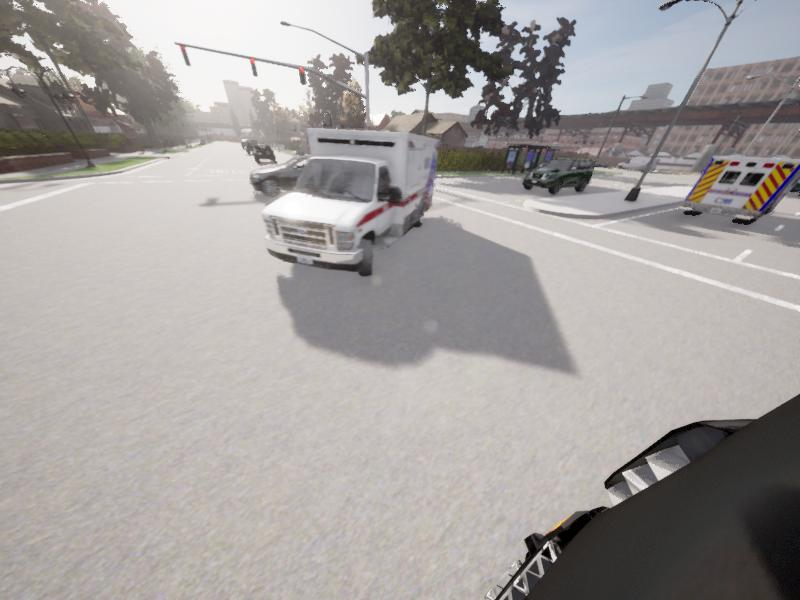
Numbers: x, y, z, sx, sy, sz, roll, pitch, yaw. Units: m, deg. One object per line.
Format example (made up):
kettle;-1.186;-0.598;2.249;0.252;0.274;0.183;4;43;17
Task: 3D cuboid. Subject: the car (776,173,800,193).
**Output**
car;44.002;-12.765;25.193;5.027;1.651;2.152;-16;38;-26

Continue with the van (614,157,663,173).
van;50.306;-28.684;48.940;2.351;2.431;6.366;-16;38;-26

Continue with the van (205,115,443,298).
van;-0.667;-2.932;6.131;2.351;2.431;6.366;12;35;13

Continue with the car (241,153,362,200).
car;-4.705;-6.255;11.547;5.027;1.651;2.152;-16;38;-26

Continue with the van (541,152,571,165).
van;41.431;-37.641;61.567;1.988;2.561;5.915;-16;38;-26

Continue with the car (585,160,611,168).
car;48.898;-33.517;57.057;1.994;1.385;4.181;-16;38;-26

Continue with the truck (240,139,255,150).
truck;-37.532;-38.364;56.886;2.390;2.098;6.274;-16;38;-26

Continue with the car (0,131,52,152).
car;-35.807;-14.514;21.058;3.806;1.475;1.970;-16;38;-26

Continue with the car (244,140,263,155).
car;-25.599;-26.704;40.334;2.150;2.045;5.566;-16;38;-26

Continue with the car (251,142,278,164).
car;-15.610;-16.885;26.476;1.932;1.855;4.605;-16;38;-26

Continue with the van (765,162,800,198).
van;37.267;-11.221;21.506;5.915;2.561;1.988;-16;38;-26

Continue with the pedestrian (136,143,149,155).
pedestrian;-29.254;-17.162;26.215;0.500;1.100;0.500;-15;38;-25

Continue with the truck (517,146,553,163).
truck;40.100;-43.471;68.979;2.891;3.827;8.468;-16;39;-26

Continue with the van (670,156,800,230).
van;16.155;-5.170;10.827;6.366;2.431;2.351;-16;38;-26

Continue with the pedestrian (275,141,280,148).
pedestrian;-36.323;-46.065;68.419;0.751;1.860;0.751;-16;38;-26

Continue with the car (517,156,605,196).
car;11.202;-8.721;16.130;5.566;2.045;2.150;-16;38;-26
